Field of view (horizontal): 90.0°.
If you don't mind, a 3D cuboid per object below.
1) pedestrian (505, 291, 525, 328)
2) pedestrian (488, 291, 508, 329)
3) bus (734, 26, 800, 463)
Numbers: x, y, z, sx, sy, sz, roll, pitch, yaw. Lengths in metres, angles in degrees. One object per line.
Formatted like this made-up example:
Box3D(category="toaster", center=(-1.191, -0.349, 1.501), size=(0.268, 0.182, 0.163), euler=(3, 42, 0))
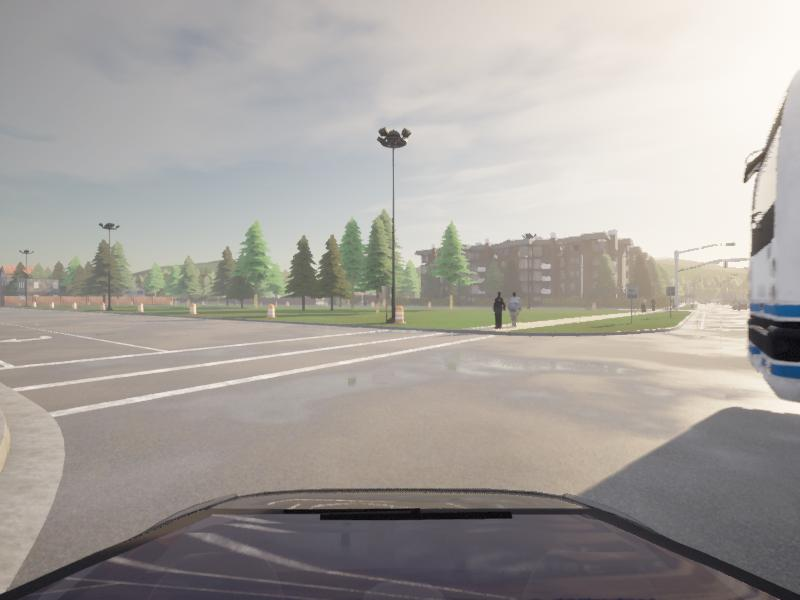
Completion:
Box3D(category="pedestrian", center=(5.940, 0.485, 20.687), size=(0.751, 1.860, 0.751), euler=(0, 0, 45))
Box3D(category="pedestrian", center=(4.882, 0.485, 19.837), size=(0.751, 1.860, 0.751), euler=(0, 0, 34))
Box3D(category="bus", center=(8.950, -0.534, 2.554), size=(10.273, 4.253, 3.944), euler=(0, 0, 37))
